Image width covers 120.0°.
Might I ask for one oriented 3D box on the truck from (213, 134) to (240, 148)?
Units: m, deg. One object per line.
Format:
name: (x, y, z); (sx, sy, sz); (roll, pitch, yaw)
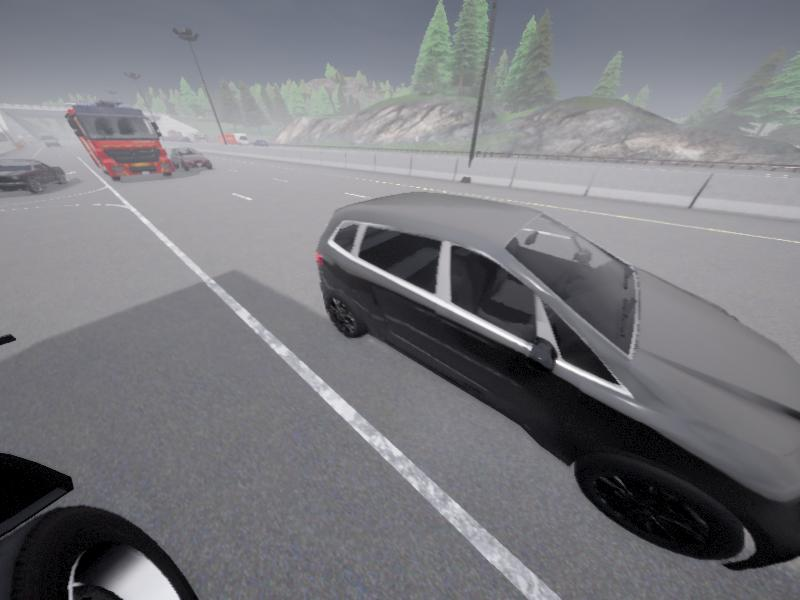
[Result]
truck: (-38.052, -34.898, 50.693); (5.204, 2.467, 2.627); (26, 43, 31)

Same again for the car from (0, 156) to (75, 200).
car: (-18.281, -5.923, 11.015); (1.895, 1.301, 4.718); (-22, 41, -28)

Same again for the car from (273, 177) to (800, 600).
car: (1.057, -0.118, 2.609); (4.611, 1.667, 2.242); (25, 42, 31)

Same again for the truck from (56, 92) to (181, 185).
truck: (-17.925, -10.073, 14.674); (8.468, 3.827, 2.891); (26, 43, 31)

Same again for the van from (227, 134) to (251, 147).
van: (-37.735, -37.417, 54.149); (5.915, 2.561, 1.988); (26, 43, 31)

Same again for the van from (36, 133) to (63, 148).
van: (-73.803, -33.669, 48.709); (5.915, 2.561, 1.988); (26, 43, 31)

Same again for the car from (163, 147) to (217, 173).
car: (-16.528, -11.092, 18.143); (4.193, 1.474, 1.816); (26, 43, 31)

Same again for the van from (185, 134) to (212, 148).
van: (-44.971, -35.569, 51.639); (6.366, 2.431, 2.351); (26, 43, 31)

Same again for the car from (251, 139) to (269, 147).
car: (-33.534, -37.583, 55.342); (4.193, 1.474, 1.816); (26, 43, 31)

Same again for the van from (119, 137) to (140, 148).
van: (-57.433, -33.474, 49.019); (4.442, 1.987, 1.775); (26, 43, 31)
